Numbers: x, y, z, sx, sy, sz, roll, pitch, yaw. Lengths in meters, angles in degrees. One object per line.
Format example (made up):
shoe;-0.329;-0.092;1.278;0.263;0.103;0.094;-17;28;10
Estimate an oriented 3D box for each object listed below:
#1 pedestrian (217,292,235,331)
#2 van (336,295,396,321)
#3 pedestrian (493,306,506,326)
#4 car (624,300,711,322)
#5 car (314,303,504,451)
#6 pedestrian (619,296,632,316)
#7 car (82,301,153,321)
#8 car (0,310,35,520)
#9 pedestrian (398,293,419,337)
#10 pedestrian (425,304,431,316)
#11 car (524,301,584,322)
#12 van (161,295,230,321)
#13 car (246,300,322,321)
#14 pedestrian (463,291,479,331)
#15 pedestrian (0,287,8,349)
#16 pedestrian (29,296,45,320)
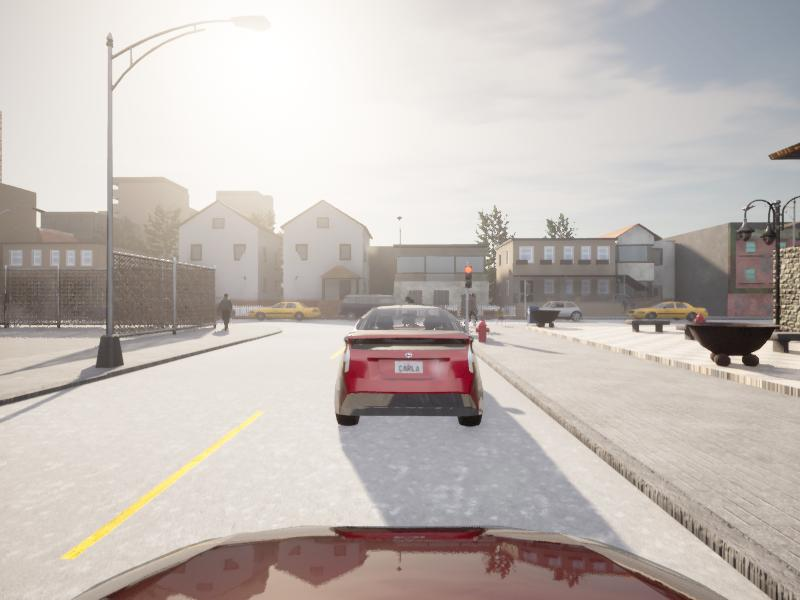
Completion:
pedestrian;-8.455;0.534;19.453;0.751;1.860;0.751;0;0;-17
van;-2.524;0.599;30.669;4.442;1.987;1.775;0;0;1
pedestrian;5.631;0.905;22.637;0.500;1.100;0.500;0;0;-42
car;20.071;0.801;30.172;5.366;1.575;1.801;0;0;1
car;0.137;0.828;6.489;2.007;1.525;4.514;0;0;1
pedestrian;20.311;0.533;36.012;0.751;1.860;0.751;0;0;-1
car;-21.870;0.854;31.069;4.193;1.474;1.816;0;0;1
car;-4.006;0.836;0.742;2.128;1.511;4.902;0;0;1
pedestrian;0.382;0.636;17.524;0.751;1.860;0.751;0;0;16
pedestrian;2.499;0.913;35.859;0.500;1.100;0.500;0;0;-8
car;11.638;0.853;30.357;3.806;1.475;1.970;0;0;1
van;-15.702;0.598;30.885;4.442;1.987;1.775;0;0;2
car;-8.855;0.801;30.810;5.366;1.575;1.801;0;0;1
pedestrian;3.383;0.525;18.981;0.751;1.860;0.751;0;0;11
pedestrian;-12.355;0.536;11.889;0.751;1.860;0.751;0;0;-15
pedestrian;-28.340;0.637;31.225;0.751;1.860;0.751;0;0;32
